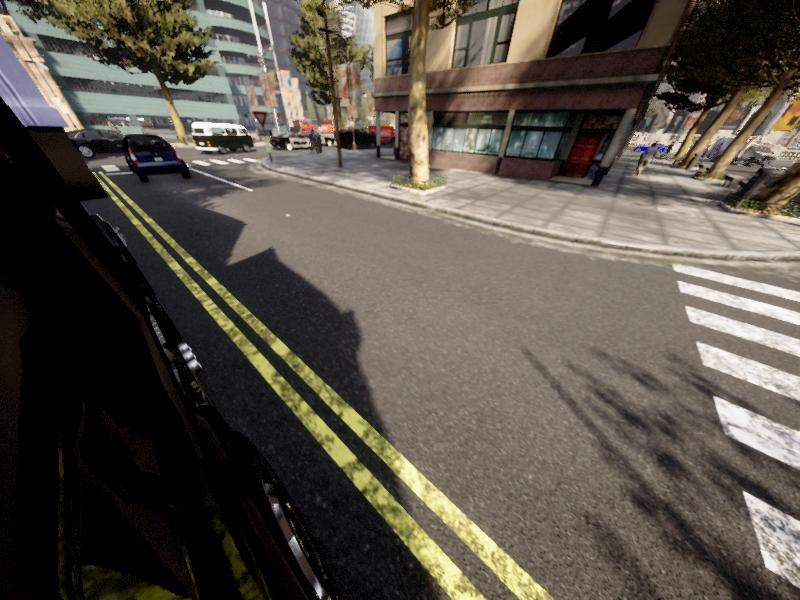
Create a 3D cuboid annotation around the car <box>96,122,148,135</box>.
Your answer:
[{"bbox_3d":[-42.934,-26.604,35.799,2.161,1.482,4.786,28,44,30],"label":"car"}]

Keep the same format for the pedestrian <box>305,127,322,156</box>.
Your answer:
[{"bbox_3d":[-6.957,-12.823,18.679,0.751,1.860,0.751,-29,47,-35],"label":"pedestrian"}]

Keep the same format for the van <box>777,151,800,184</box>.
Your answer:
[{"bbox_3d":[29.657,-9.306,16.044,2.069,2.038,4.480,28,44,30],"label":"van"}]

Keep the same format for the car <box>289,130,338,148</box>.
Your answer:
[{"bbox_3d":[-10.613,-20.076,28.750,1.930,1.638,5.238,28,44,30],"label":"car"}]

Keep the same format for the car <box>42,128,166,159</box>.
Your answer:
[{"bbox_3d":[-19.690,-10.681,15.710,1.837,1.490,4.892,28,44,30],"label":"car"}]

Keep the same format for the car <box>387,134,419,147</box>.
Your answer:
[{"bbox_3d":[0.502,-24.307,35.165,2.128,1.511,4.902,28,44,30],"label":"car"}]

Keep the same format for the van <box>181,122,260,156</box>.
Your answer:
[{"bbox_3d":[-14.451,-13.302,19.069,2.069,2.038,4.480,11,37,12],"label":"van"}]

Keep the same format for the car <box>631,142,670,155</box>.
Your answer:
[{"bbox_3d":[45.344,-27.575,41.968,4.514,1.525,2.007,28,44,31],"label":"car"}]

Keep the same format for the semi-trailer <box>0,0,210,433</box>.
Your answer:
[{"bbox_3d":[-9.216,-3.169,3.677,14.254,4.402,2.717,22,41,24],"label":"semi-trailer"}]

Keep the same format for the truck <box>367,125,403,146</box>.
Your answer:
[{"bbox_3d":[-2.296,-26.010,36.507,2.627,2.467,5.204,28,44,30],"label":"truck"}]

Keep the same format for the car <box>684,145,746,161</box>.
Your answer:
[{"bbox_3d":[46.085,-21.728,34.039,5.027,1.651,2.152,28,44,31],"label":"car"}]

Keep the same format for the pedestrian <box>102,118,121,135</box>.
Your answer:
[{"bbox_3d":[-39.185,-23.541,31.411,0.751,1.860,0.751,22,41,25],"label":"pedestrian"}]

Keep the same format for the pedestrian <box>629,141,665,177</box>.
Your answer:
[{"bbox_3d":[15.553,-8.916,14.617,0.751,1.860,0.751,27,43,30],"label":"pedestrian"}]

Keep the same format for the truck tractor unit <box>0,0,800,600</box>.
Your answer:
[{"bbox_3d":[-2.645,-0.295,0.351,6.516,4.208,3.053,28,44,30],"label":"truck tractor unit"}]

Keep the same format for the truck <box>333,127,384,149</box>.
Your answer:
[{"bbox_3d":[-5.079,-20.772,29.602,2.390,2.098,6.274,28,44,30],"label":"truck"}]

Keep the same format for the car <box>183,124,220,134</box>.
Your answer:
[{"bbox_3d":[-38.574,-33.372,45.099,2.128,1.511,4.902,28,44,30],"label":"car"}]

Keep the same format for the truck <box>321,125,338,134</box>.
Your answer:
[{"bbox_3d":[-24.731,-59.754,80.831,5.204,2.467,2.627,23,41,26],"label":"truck"}]

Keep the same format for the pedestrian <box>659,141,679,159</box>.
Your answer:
[{"bbox_3d":[33.829,-18.919,29.094,0.751,1.860,0.751,22,41,25],"label":"pedestrian"}]

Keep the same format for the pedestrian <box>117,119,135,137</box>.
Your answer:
[{"bbox_3d":[-34.412,-21.599,29.047,0.751,1.860,0.751,-27,46,-34],"label":"pedestrian"}]

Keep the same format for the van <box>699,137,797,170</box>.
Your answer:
[{"bbox_3d":[40.761,-17.539,27.479,2.351,2.431,6.366,12,38,1],"label":"van"}]

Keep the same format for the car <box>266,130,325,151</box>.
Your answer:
[{"bbox_3d":[-10.767,-16.757,24.263,1.930,1.638,5.238,28,44,30],"label":"car"}]

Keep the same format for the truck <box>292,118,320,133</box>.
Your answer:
[{"bbox_3d":[-32.675,-60.587,80.387,8.468,3.827,2.891,16,39,17],"label":"truck"}]

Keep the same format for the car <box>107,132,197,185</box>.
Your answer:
[{"bbox_3d":[-11.265,-6.541,10.482,3.988,1.617,1.851,30,45,32],"label":"car"}]

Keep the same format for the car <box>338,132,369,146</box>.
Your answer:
[{"bbox_3d":[-6.529,-22.764,32.735,1.970,1.475,3.806,28,44,30],"label":"car"}]
